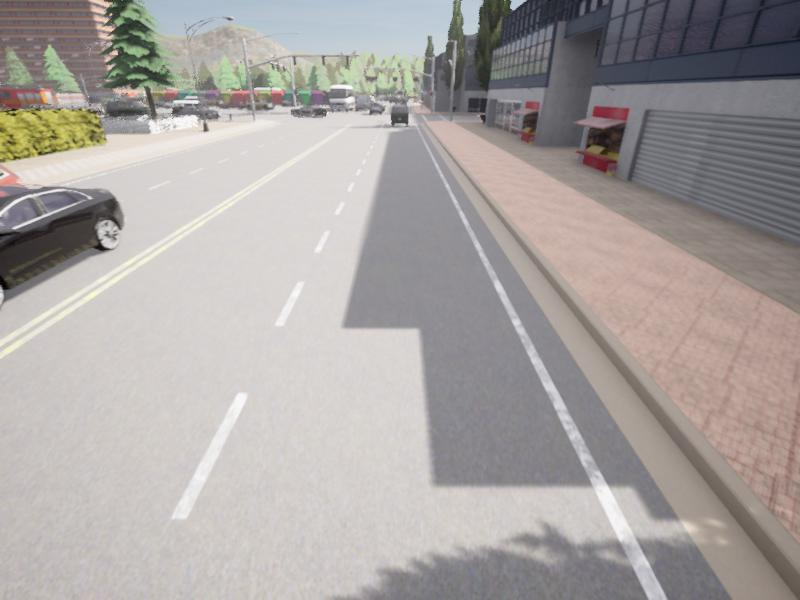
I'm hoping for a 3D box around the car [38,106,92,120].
[{"bbox_3d":[-41.139,-23.033,49.203,4.674,1.442,1.812,0,27,0],"label":"car"}]

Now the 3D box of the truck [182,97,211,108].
[{"bbox_3d":[-42.451,-41.327,83.520,4.478,2.038,2.069,0,27,0],"label":"truck"}]

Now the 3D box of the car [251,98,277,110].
[{"bbox_3d":[-24.955,-35.953,73.476,3.866,1.878,1.905,0,27,0],"label":"car"}]

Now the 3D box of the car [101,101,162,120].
[{"bbox_3d":[-32.896,-23.289,49.101,5.566,2.045,2.150,0,27,0],"label":"car"}]

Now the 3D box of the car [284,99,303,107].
[{"bbox_3d":[-24.975,-46.093,93.584,3.806,1.475,1.970,0,27,0],"label":"car"}]

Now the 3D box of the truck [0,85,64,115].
[{"bbox_3d":[-54.712,-28.941,57.924,8.468,3.827,2.891,0,27,0],"label":"truck"}]

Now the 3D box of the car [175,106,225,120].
[{"bbox_3d":[-24.561,-23.039,49.261,4.902,1.511,2.128,0,27,0],"label":"car"}]

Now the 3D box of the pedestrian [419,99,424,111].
[{"bbox_3d":[3.977,-35.359,72.504,0.751,1.860,0.751,-3,27,-5],"label":"pedestrian"}]

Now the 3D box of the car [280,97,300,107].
[{"bbox_3d":[-24.986,-44.975,90.903,3.866,1.878,1.905,0,27,0],"label":"car"}]

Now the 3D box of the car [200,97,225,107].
[{"bbox_3d":[-42.507,-45.021,90.861,4.605,1.855,1.932,0,27,0],"label":"car"}]

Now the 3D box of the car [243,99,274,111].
[{"bbox_3d":[-25.010,-34.626,70.904,4.605,1.855,1.932,0,27,0],"label":"car"}]

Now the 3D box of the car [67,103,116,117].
[{"bbox_3d":[-45.080,-27.818,58.534,5.027,1.651,2.152,0,27,0],"label":"car"}]

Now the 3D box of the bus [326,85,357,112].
[{"bbox_3d":[-10.510,-37.185,73.696,3.944,4.253,10.273,1,27,1],"label":"bus"}]

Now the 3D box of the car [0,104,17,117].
[{"bbox_3d":[-56.077,-26.248,55.366,3.806,1.475,1.970,0,27,0],"label":"car"}]

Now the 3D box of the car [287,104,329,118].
[{"bbox_3d":[-12.558,-25.854,54.643,5.238,1.638,1.930,11,29,21],"label":"car"}]

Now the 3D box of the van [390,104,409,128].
[{"bbox_3d":[0.026,-18.716,40.568,1.775,1.987,4.442,1,27,1],"label":"van"}]

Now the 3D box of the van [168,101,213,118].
[{"bbox_3d":[-27.255,-24.887,52.236,4.480,2.038,2.069,0,27,0],"label":"van"}]

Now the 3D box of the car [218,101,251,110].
[{"bbox_3d":[-31.396,-37.015,75.987,5.357,1.415,2.033,0,27,0],"label":"car"}]

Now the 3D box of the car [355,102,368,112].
[{"bbox_3d":[-7.131,-35.994,74.419,1.837,1.490,4.892,1,27,1],"label":"car"}]

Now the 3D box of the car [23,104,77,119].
[{"bbox_3d":[-45.691,-24.689,52.271,4.611,1.667,2.242,0,27,0],"label":"car"}]

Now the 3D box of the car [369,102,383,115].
[{"bbox_3d":[-3.755,-30.529,63.731,2.033,1.649,4.856,0,27,0],"label":"car"}]

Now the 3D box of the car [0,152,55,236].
[{"bbox_3d":[-10.516,-1.962,8.470,2.242,1.667,4.611,0,27,0],"label":"car"}]

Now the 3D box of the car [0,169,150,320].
[{"bbox_3d":[-7.014,-1.100,7.002,2.128,1.511,4.902,0,27,0],"label":"car"}]

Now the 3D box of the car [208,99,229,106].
[{"bbox_3d":[-42.442,-46.165,93.530,3.905,1.438,1.784,0,27,0],"label":"car"}]
